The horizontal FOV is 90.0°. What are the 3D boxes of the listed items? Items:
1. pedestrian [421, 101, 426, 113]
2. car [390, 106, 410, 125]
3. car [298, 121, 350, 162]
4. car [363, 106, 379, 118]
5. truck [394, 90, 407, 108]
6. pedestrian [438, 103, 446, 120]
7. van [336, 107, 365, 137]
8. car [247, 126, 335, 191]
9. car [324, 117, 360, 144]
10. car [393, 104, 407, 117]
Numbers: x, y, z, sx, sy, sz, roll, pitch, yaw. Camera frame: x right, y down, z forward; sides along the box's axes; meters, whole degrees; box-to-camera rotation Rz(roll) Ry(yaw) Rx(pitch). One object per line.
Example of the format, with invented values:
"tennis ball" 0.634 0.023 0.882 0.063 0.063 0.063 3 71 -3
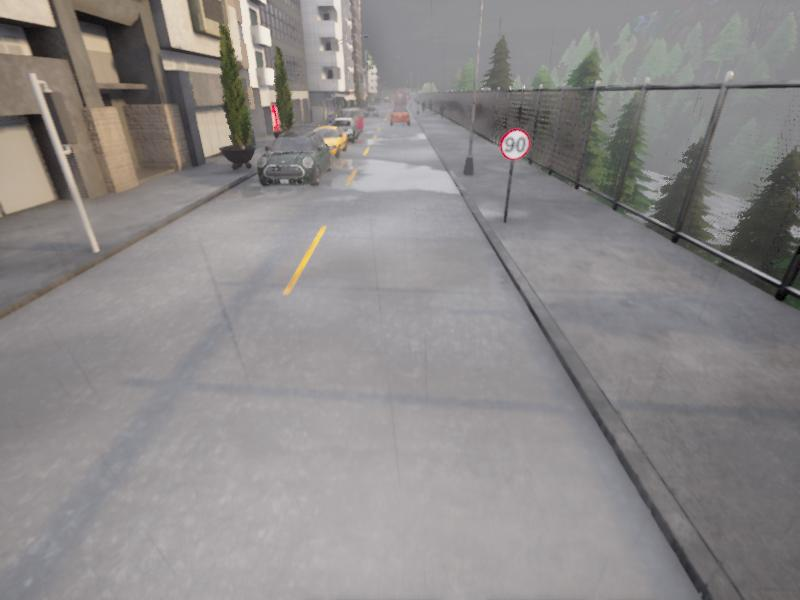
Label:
"pedestrian" 3.947 -32.390 67.061 0.751 1.860 0.751 0 27 0
"car" 0.027 -20.384 44.138 2.097 1.767 4.553 0 27 0
"car" -3.985 -8.806 21.925 1.801 1.575 5.366 0 27 0
"car" -3.968 -26.412 56.154 1.970 1.475 3.806 0 27 0
"truck" 0.057 -48.073 95.564 2.891 3.827 8.468 0 27 0
"pedestrian" 5.174 -23.167 49.195 0.751 1.860 0.751 1 27 1
"van" -3.978 -14.685 32.873 1.775 1.987 4.442 0 27 0
"car" -3.988 -5.637 15.553 2.097 1.767 4.553 0 27 0
"car" -3.980 -11.928 28.088 1.970 1.475 3.806 0 27 0
"car" 0.034 -30.419 64.074 2.152 1.651 5.027 0 27 0
